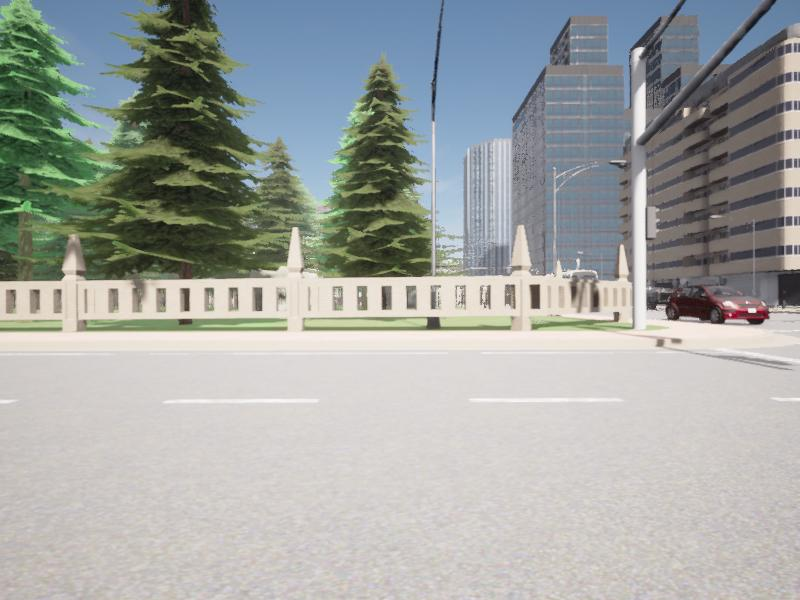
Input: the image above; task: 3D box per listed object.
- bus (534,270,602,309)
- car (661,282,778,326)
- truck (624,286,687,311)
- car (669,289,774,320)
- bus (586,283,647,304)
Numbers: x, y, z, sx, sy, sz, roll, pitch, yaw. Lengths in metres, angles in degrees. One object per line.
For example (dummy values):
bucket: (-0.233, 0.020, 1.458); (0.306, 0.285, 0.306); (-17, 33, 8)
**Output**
bus: (20.103, -1.188, 48.832); (3.944, 4.253, 10.273); (0, 0, 0)
car: (13.202, 0.154, 16.895); (1.851, 1.617, 3.988); (0, 0, 2)
truck: (23.274, -0.120, 36.859); (2.390, 2.098, 6.274); (0, 0, 7)
car: (16.759, 0.226, 21.226); (1.812, 1.442, 4.674); (0, 0, 0)
bus: (43.667, -1.314, 80.997); (10.273, 4.253, 3.944); (0, 0, 0)
